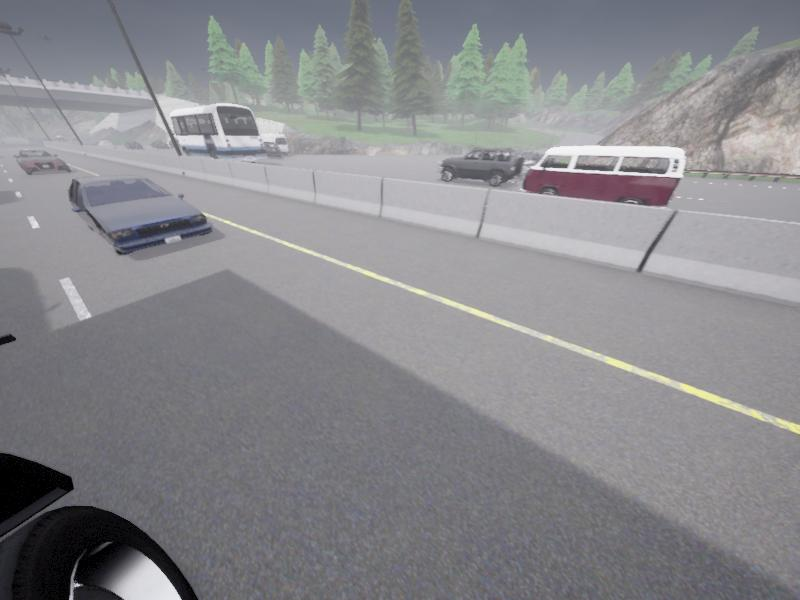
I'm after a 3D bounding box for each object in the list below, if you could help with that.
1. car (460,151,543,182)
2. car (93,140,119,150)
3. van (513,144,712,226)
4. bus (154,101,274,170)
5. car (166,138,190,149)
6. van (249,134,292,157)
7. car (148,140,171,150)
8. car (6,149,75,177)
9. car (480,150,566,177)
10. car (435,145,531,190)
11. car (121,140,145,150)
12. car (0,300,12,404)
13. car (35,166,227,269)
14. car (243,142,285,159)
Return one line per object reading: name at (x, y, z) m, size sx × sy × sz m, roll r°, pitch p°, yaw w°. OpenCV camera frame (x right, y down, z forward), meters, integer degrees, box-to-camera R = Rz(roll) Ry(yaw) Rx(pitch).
car at (6.741, -9.187, 15.732) m, size 4.674 × 1.442 × 1.812 m, roll 22°, pitch 40°, yaw 27°
car at (-55.034, -28.967, 43.249) m, size 4.674 × 1.442 × 1.812 m, roll 22°, pitch 40°, yaw 27°
van at (7.047, -4.422, 8.462) m, size 4.480 × 2.038 × 2.069 m, roll 22°, pitch 41°, yaw 27°
bus at (-16.908, -14.809, 21.065) m, size 10.273 × 4.253 × 3.944 m, roll 22°, pitch 40°, yaw 27°
car at (-47.296, -33.399, 49.221) m, size 4.605 × 1.855 × 1.932 m, roll 22°, pitch 40°, yaw 27°
van at (-18.461, -22.155, 32.951) m, size 5.915 × 2.561 × 1.988 m, roll 22°, pitch 40°, yaw 27°
car at (-48.490, -31.263, 46.531) m, size 4.193 × 1.474 × 1.816 m, roll 22°, pitch 40°, yaw 27°
car at (-25.637, -9.859, 16.478) m, size 4.181 × 1.385 × 1.994 m, roll 22°, pitch 40°, yaw 27°
car at (9.298, -10.598, 17.795) m, size 5.357 × 1.411 × 2.033 m, roll 22°, pitch 40°, yaw 27°
car at (4.586, -7.787, 13.349) m, size 4.605 × 1.855 × 1.932 m, roll 22°, pitch 40°, yaw 28°
car at (-52.182, -30.290, 45.122) m, size 4.193 × 1.474 × 1.816 m, roll 22°, pitch 40°, yaw 27°
car at (-6.637, 0.063, 2.359) m, size 4.856 × 1.649 × 2.033 m, roll 21°, pitch 40°, yaw 27°
car at (-7.373, -2.574, 6.282) m, size 5.357 × 1.411 × 2.033 m, roll 22°, pitch 40°, yaw 27°
car at (-17.000, -18.765, 28.911) m, size 4.611 × 1.667 × 2.242 m, roll 22°, pitch 40°, yaw 27°
